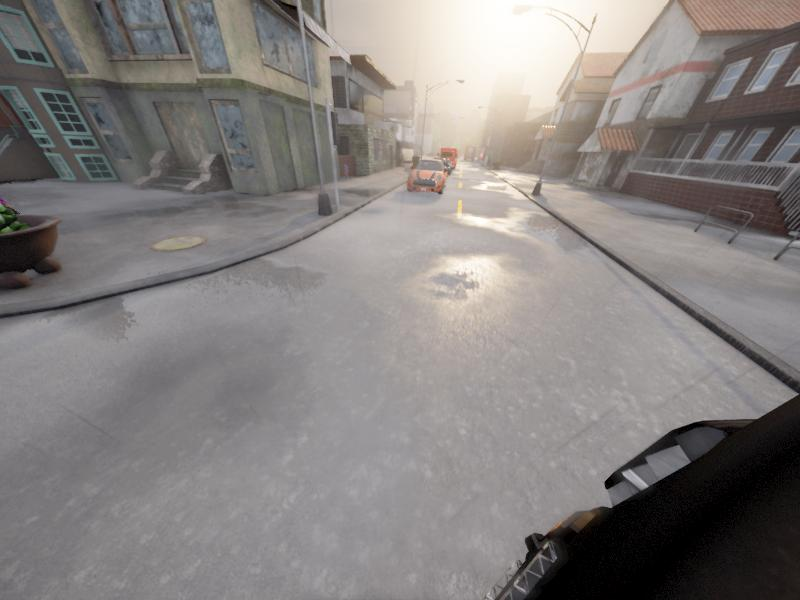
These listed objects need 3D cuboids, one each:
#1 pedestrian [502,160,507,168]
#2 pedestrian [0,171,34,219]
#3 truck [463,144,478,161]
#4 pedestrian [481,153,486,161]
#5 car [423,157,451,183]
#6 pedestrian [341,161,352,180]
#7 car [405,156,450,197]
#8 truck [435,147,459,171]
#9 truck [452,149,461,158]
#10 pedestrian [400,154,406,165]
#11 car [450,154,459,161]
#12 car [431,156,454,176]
[{"bbox_3d":[17.721,-23.108,39.195,0.500,1.100,0.500,8,34,7],"label":"pedestrian"},{"bbox_3d":[-11.160,-3.172,6.022,0.751,1.860,0.751,9,34,9],"label":"pedestrian"},{"bbox_3d":[19.812,-41.785,65.424,2.891,3.827,8.468,9,34,9],"label":"truck"},{"bbox_3d":[22.853,-39.074,63.114,0.751,1.860,0.751,22,38,27],"label":"pedestrian"},{"bbox_3d":[3.269,-11.268,19.876,1.851,1.617,3.988,9,34,9],"label":"car"},{"bbox_3d":[-3.779,-9.136,16.313,0.500,1.100,0.500,12,34,13],"label":"pedestrian"},{"bbox_3d":[1.828,-7.865,14.433,2.097,1.767,4.553,9,34,9],"label":"car"},{"bbox_3d":[6.477,-19.279,31.484,2.627,2.467,5.204,9,34,9],"label":"truck"},{"bbox_3d":[19.954,-51.628,81.593,2.627,2.467,5.204,9,34,9],"label":"truck"},{"bbox_3d":[0.421,-20.224,33.299,0.751,1.300,0.751,7,34,5],"label":"pedestrian"},{"bbox_3d":[14.980,-39.305,63.486,2.033,1.411,5.357,9,34,9],"label":"car"},{"bbox_3d":[4.756,-14.806,25.427,2.038,1.542,4.974,9,34,9],"label":"car"}]
